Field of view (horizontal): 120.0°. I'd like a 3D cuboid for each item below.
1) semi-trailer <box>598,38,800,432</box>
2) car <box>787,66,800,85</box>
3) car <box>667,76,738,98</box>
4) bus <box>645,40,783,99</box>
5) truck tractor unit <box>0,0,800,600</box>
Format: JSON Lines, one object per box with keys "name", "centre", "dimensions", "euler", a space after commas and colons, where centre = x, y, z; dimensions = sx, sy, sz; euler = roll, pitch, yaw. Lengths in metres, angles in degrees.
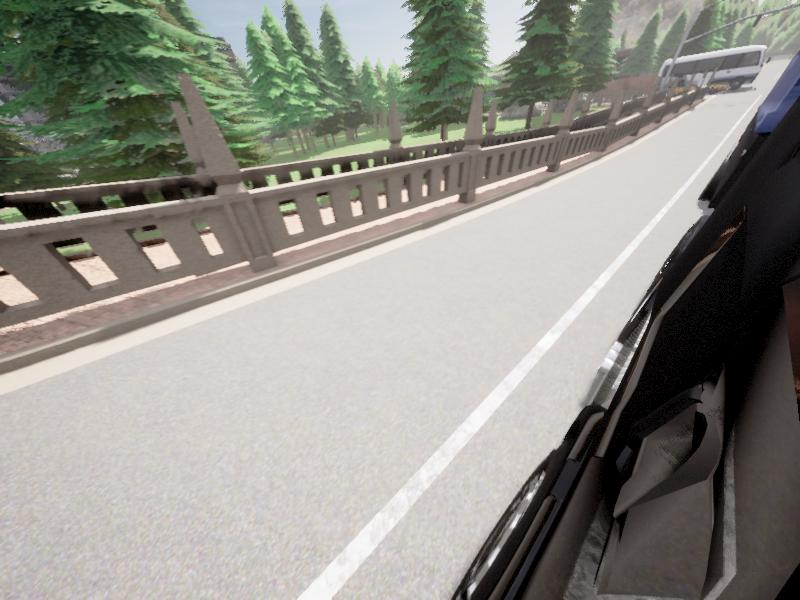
{"name": "semi-trailer", "centre": [8.661, -3.696, 4.165], "dimensions": [14.254, 4.402, 2.717], "euler": [-29, 44, -29]}
{"name": "car", "centre": [50.568, -27.133, 27.517], "dimensions": [3.988, 1.617, 1.851], "euler": [19, 47, 29]}
{"name": "car", "centre": [40.109, -28.344, 30.860], "dimensions": [1.801, 1.575, 5.366], "euler": [-26, 43, -20]}
{"name": "bus", "centre": [42.696, -31.646, 32.211], "dimensions": [3.944, 4.253, 10.273], "euler": [-34, 46, -27]}
{"name": "truck tractor unit", "centre": [2.645, -0.295, 0.351], "dimensions": [6.516, 4.208, 3.053], "euler": [-28, 44, -30]}
